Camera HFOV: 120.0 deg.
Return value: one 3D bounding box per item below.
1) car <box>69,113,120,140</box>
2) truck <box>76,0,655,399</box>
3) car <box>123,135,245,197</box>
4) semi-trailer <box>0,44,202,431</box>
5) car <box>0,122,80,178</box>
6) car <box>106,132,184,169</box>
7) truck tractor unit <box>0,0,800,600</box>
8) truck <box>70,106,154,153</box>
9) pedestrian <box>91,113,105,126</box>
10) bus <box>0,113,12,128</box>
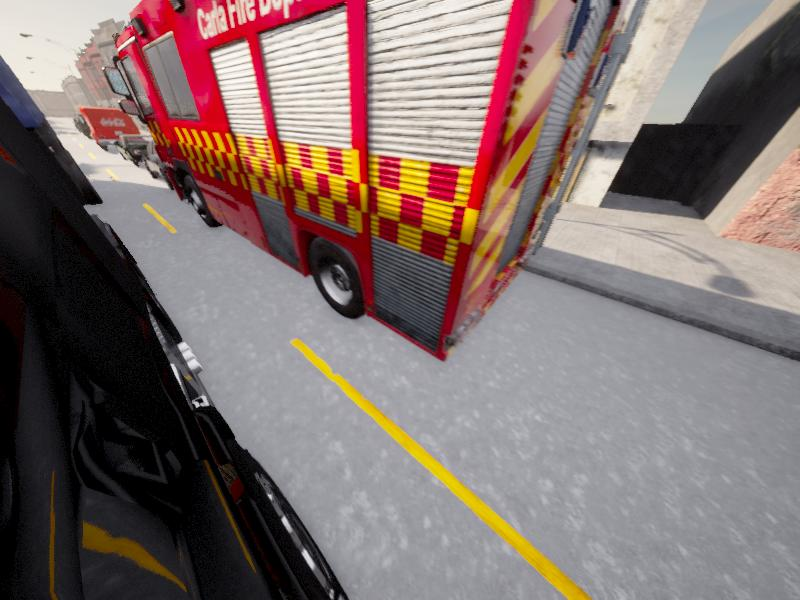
[{"bbox_3d":[-31.826,-18.119,24.078,5.566,2.045,2.150,28,44,30],"label":"car"},{"bbox_3d":[-1.788,-2.884,4.181,8.468,3.827,2.891,28,44,29],"label":"truck"},{"bbox_3d":[-8.650,-5.516,9.211,4.792,1.488,2.163,28,44,30],"label":"car"},{"bbox_3d":[-8.700,-3.606,4.223,14.254,4.402,2.717,28,44,30],"label":"semi-trailer"},{"bbox_3d":[-16.772,-6.800,10.262,4.611,1.667,2.242,28,44,30],"label":"car"},{"bbox_3d":[-14.328,-8.465,12.939,4.718,1.301,1.895,28,44,30],"label":"car"},{"bbox_3d":[-2.645,-0.295,0.351,6.516,4.208,3.053,28,44,30],"label":"truck tractor unit"},{"bbox_3d":[-21.600,-12.832,17.339,5.204,2.467,2.627,29,44,29],"label":"truck"},{"bbox_3d":[-58.171,-34.733,44.499,0.751,1.860,0.751,-23,44,-30],"label":"pedestrian"},{"bbox_3d":[-57.700,-23.397,27.678,3.944,4.253,10.273,20,40,22],"label":"bus"}]
